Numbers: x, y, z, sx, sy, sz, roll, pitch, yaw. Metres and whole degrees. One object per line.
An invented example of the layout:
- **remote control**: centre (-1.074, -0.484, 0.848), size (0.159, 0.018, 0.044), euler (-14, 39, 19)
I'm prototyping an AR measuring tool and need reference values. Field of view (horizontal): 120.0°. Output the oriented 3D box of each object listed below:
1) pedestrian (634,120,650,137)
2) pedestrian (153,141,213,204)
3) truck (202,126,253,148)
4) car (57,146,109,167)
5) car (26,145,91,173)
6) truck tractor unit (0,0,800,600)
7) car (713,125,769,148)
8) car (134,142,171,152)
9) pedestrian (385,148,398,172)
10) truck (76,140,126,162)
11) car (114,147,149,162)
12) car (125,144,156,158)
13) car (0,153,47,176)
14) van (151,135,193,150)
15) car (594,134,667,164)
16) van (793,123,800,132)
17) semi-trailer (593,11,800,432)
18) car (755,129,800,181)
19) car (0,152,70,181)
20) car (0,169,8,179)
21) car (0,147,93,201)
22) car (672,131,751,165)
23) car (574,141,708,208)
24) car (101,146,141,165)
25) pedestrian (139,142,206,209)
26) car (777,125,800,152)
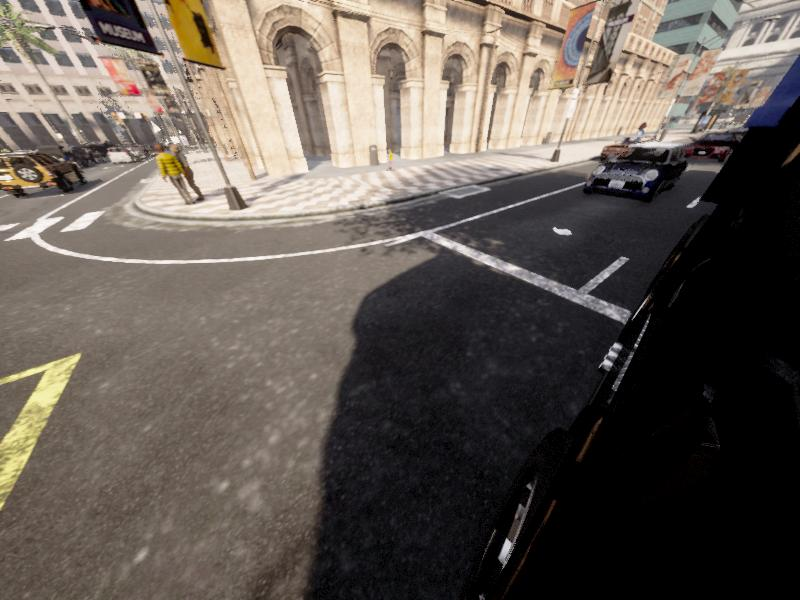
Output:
- **pedestrian**: centre (34.378, -24.375, 32.809), size (0.751, 1.860, 0.751), euler (-28, 43, -30)
- **pedestrian**: centre (-7.693, -4.581, 8.324), size (0.751, 1.860, 0.751), euler (-19, 40, -21)
- **truck**: centre (-39.969, -38.140, 53.885), size (8.468, 3.827, 2.891), euler (-24, 42, -27)
- **car**: centre (-35.539, -16.350, 26.121), size (1.930, 1.638, 5.238), euler (-24, 42, -27)
- **car**: centre (-31.534, -13.270, 21.551), size (1.905, 1.878, 3.866), euler (-25, 42, -27)
- **truck tractor unit**: centre (2.645, -0.295, 0.351), size (6.516, 4.208, 3.053), euler (-28, 44, -30)
- **car**: centre (29.854, -14.335, 20.219), size (4.181, 1.385, 1.994), euler (-25, 42, -27)
- **car**: centre (-51.788, -32.228, 48.511), size (2.163, 1.488, 4.792), euler (8, 38, 14)
- **pedestrian**: centre (-0.489, -7.853, 12.996), size (0.500, 1.100, 0.500), euler (-16, 39, -18)
- **truck**: centre (-40.318, -20.371, 31.407), size (2.390, 2.098, 6.274), euler (-24, 42, -27)
- **car**: centre (-34.189, -18.735, 29.556), size (1.895, 1.301, 4.718), euler (-24, 42, -27)
- **car**: centre (-38.447, -22.171, 34.327), size (2.033, 1.411, 5.357), euler (-24, 42, -27)
- **car**: centre (-35.003, -12.285, 20.844), size (1.994, 1.385, 4.181), euler (-24, 42, -26)
- **van**: centre (-52.977, -36.834, 53.976), size (6.366, 2.431, 2.351), euler (-24, 42, -27)
- **car**: centre (15.096, -9.942, 15.121), size (4.718, 1.301, 1.895), euler (-25, 42, -27)
- **van**: centre (59.178, -25.670, 32.985), size (5.915, 2.561, 1.988), euler (-25, 42, -27)
- **semi-trailer**: centre (8.961, -3.387, 3.990), size (14.254, 4.402, 2.717), euler (-25, 42, -27)
- **car**: centre (17.766, -6.285, 9.863), size (4.974, 1.542, 2.038), euler (-25, 42, -27)
- **car**: centre (-28.052, -10.316, 17.737), size (1.816, 1.474, 4.193), euler (-25, 42, -27)
- **car**: centre (-30.662, -8.895, 15.817), size (1.930, 1.638, 5.238), euler (-25, 42, -27)
- **car**: centre (-18.942, -6.794, 12.174), size (1.932, 1.855, 4.605), euler (-25, 43, -28)
- **car**: centre (18.893, -9.313, 14.023), size (4.181, 1.385, 1.994), euler (-25, 42, -27)
- **car**: centre (8.306, -4.509, 8.009), size (3.806, 1.475, 1.970), euler (-25, 42, -27)
- **car**: centre (-30.685, -16.016, 25.511), size (1.845, 1.501, 3.633), euler (-24, 42, -27)
- **pedestrian**: centre (-7.599, -4.194, 7.797), size (0.751, 1.860, 0.751), euler (24, 44, 31)
- **car**: centre (29.988, -11.830, 16.815), size (5.357, 1.411, 2.033), euler (-25, 42, -27)
